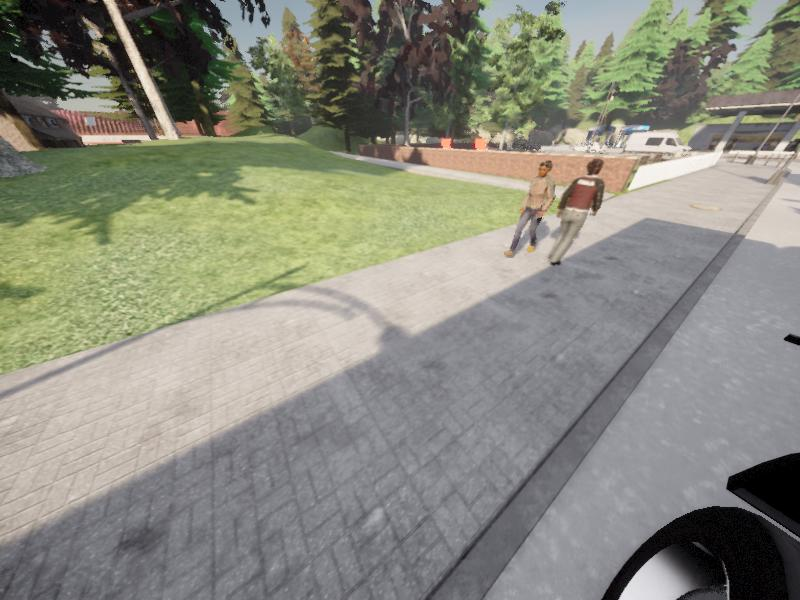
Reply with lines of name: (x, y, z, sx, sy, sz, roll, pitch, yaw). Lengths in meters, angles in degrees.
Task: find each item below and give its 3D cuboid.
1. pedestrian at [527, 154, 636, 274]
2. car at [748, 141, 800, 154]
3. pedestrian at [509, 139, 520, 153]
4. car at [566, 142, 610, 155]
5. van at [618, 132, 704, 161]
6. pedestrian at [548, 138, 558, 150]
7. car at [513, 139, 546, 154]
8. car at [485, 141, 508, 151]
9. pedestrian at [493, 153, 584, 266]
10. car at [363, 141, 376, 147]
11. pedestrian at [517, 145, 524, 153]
pedestrian: (3.203, -1.559, 4.259, 0.751, 1.860, 0.751, -23, 41, -28)
car: (54.176, -22.182, 33.515, 1.845, 1.501, 3.633, -22, 40, -27)
pedestrian: (17.467, -23.565, 35.357, 0.751, 1.860, 0.751, -21, 40, -27)
car: (28.696, -23.228, 35.380, 1.812, 1.442, 4.674, -21, 40, -27)
van: (30.353, -18.149, 27.216, 1.988, 2.561, 5.915, -21, 40, -27)
pedestrian: (28.846, -29.384, 43.524, 0.751, 1.860, 0.751, -24, 42, -30)
car: (21.354, -25.503, 38.270, 1.905, 1.878, 3.866, -22, 41, -27)
car: (19.439, -31.078, 46.488, 1.789, 1.549, 3.705, -22, 41, -27)
pedestrian: (2.590, -1.744, 4.525, 0.751, 1.860, 0.751, -22, 40, -27)
car: (-10.129, -51.835, 76.482, 2.038, 1.542, 4.974, -22, 40, -27)
pedestrian: (18.515, -23.137, 35.403, 0.500, 1.100, 0.500, -17, 39, -22)
